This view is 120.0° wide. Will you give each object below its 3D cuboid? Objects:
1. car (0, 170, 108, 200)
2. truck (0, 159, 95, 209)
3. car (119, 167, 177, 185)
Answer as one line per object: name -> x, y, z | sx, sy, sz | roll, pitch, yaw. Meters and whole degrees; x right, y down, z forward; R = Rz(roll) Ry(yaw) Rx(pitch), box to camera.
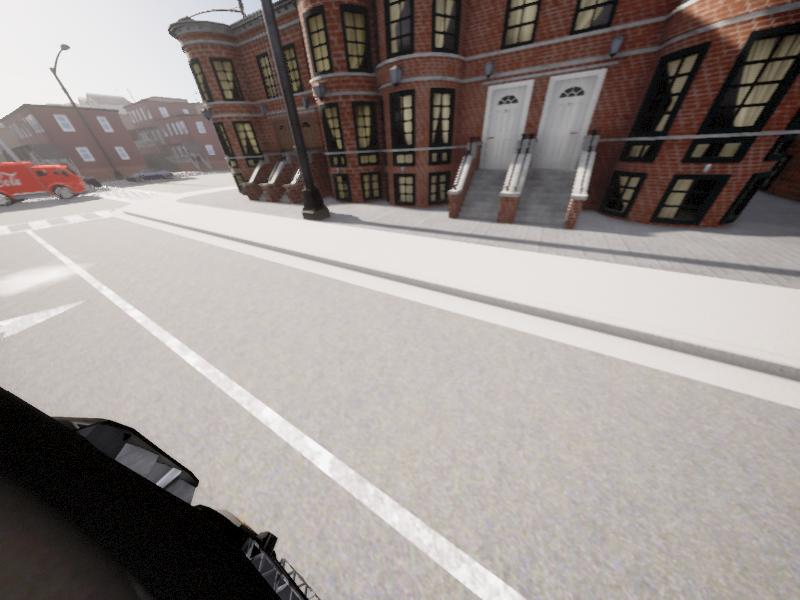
car -> -29.826, -10.030, 19.981 | 1.930, 1.638, 5.238 | 11, 36, 20
truck -> -26.024, -8.104, 16.022 | 5.204, 2.467, 2.627 | -30, 43, -35
car -> -29.521, -14.679, 27.212 | 1.994, 1.385, 4.181 | 18, 39, 28
